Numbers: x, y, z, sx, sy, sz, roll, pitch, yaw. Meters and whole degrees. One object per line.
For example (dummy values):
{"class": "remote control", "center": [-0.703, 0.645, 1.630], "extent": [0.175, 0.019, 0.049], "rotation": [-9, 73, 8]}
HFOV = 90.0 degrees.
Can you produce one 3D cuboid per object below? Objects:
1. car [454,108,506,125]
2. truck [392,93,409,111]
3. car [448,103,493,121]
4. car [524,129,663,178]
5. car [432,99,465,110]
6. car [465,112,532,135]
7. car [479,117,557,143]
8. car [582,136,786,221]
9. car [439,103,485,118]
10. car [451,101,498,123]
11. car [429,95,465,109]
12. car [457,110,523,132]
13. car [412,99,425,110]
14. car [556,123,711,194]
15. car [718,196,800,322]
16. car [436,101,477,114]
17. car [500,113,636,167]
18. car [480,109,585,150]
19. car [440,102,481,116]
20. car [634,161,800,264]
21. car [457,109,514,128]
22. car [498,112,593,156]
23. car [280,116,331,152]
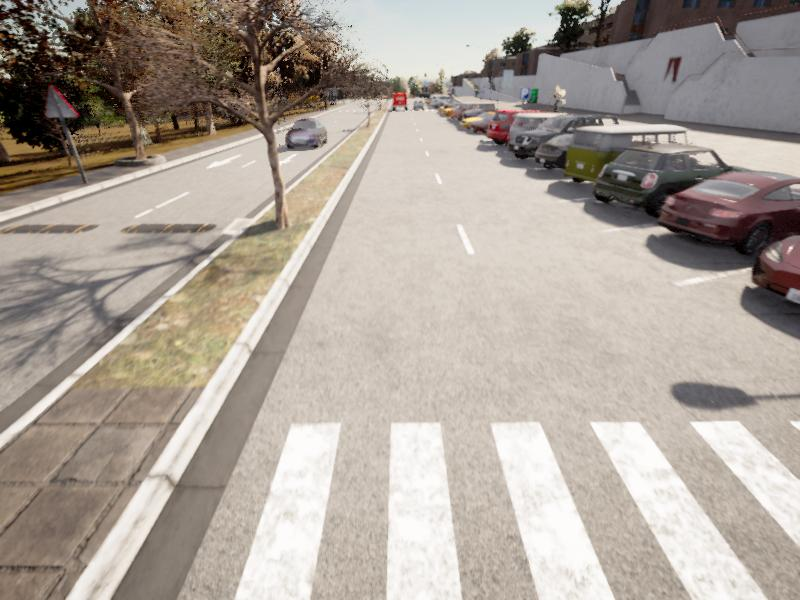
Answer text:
{"class": "car", "center": [8.087, -18.690, 40.742], "extent": [4.674, 1.452, 2.002], "rotation": [-9, 29, -18]}
{"class": "truck", "center": [0.033, -32.643, 65.809], "extent": [2.627, 2.467, 5.204], "rotation": [0, 28, 0]}
{"class": "car", "center": [8.067, -21.639, 45.924], "extent": [4.553, 1.767, 2.185], "rotation": [-9, 29, -18]}
{"class": "car", "center": [8.072, -6.279, 16.919], "extent": [4.892, 1.521, 2.231], "rotation": [-9, 29, -18]}
{"class": "car", "center": [8.116, -32.794, 67.022], "extent": [4.892, 1.521, 2.231], "rotation": [-9, 30, -18]}
{"class": "car", "center": [8.060, -14.512, 32.805], "extent": [4.792, 1.488, 2.163], "rotation": [-9, 30, -18]}
{"class": "car", "center": [8.081, -11.744, 27.530], "extent": [4.674, 1.452, 2.002], "rotation": [-9, 29, -18]}
{"class": "car", "center": [8.046, -3.642, 11.556], "extent": [4.553, 1.767, 2.185], "rotation": [-9, 29, -18]}
{"class": "car", "center": [7.924, -24.325, 51.189], "extent": [5.366, 1.575, 1.946], "rotation": [-9, 30, -18]}
{"class": "car", "center": [7.987, -20.301, 43.206], "extent": [4.442, 1.987, 1.878], "rotation": [-9, 30, -18]}
{"class": "car", "center": [8.136, -34.427, 69.553], "extent": [5.566, 2.045, 2.435], "rotation": [-9, 29, -18]}
{"class": "car", "center": [7.917, -15.905, 35.380], "extent": [5.366, 1.575, 1.946], "rotation": [-9, 30, -18]}
{"class": "car", "center": [3.037, -32.258, 66.013], "extent": [1.845, 1.501, 3.633], "rotation": [0, 28, 0]}
{"class": "car", "center": [8.187, -5.126, 14.205], "extent": [4.442, 1.987, 1.878], "rotation": [-9, 29, -18]}
{"class": "car", "center": [8.046, -0.747, 6.309], "extent": [4.792, 1.488, 2.163], "rotation": [-9, 29, -18]}
{"class": "car", "center": [7.928, -27.149, 56.445], "extent": [5.366, 1.575, 1.946], "rotation": [-9, 30, -18]}
{"class": "car", "center": [8.057, -7.869, 19.438], "extent": [5.566, 2.045, 2.435], "rotation": [-9, 29, -18]}
{"class": "car", "center": [8.111, -10.629, 24.761], "extent": [5.566, 2.045, 2.435], "rotation": [-9, 29, -18]}
{"class": "car", "center": [8.126, -25.744, 53.903], "extent": [4.792, 1.488, 2.163], "rotation": [-9, 30, -18]}
{"class": "car", "center": [8.069, -2.126, 8.993], "extent": [4.674, 1.452, 2.002], "rotation": [-9, 29, -18]}
{"class": "car", "center": [8.117, -17.305, 38.112], "extent": [4.792, 1.488, 2.163], "rotation": [-9, 29, -18]}
{"class": "car", "center": [7.975, -9.206, 22.071], "extent": [4.442, 1.987, 1.878], "rotation": [-9, 29, -18]}
{"class": "car", "center": [-5.780, -10.540, 25.169], "extent": [2.033, 1.649, 4.856], "rotation": [0, 27, 0]}
